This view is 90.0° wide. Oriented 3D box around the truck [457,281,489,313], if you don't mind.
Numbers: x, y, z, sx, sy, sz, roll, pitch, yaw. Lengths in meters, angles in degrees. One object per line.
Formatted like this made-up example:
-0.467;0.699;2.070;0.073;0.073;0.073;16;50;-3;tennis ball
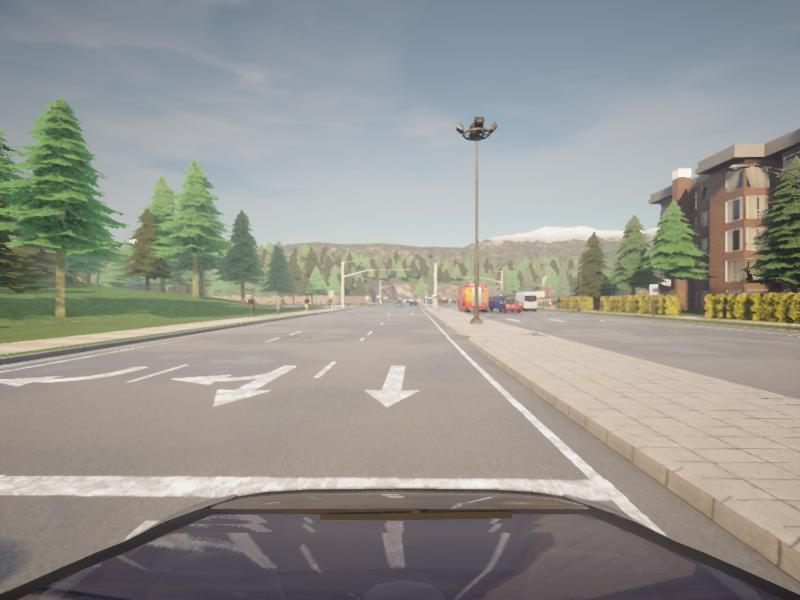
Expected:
9.442;-0.395;52.599;2.891;3.827;8.468;0;0;2;truck

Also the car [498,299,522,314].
12.719;0.725;46.502;1.851;1.617;3.988;0;0;2;car

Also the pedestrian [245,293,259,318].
-11.389;0.430;30.741;0.751;1.860;0.751;0;0;4;pedestrian

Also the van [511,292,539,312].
16.460;0.250;52.992;1.988;2.561;5.915;0;0;2;van

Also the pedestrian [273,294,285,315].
-10.884;0.423;36.002;0.751;1.860;0.751;0;0;3;pedestrian

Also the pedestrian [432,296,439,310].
4.712;0.411;53.517;0.751;1.860;0.751;0;0;-19;pedestrian

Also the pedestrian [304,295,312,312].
-10.750;0.408;46.641;0.751;1.860;0.751;0;0;3;pedestrian

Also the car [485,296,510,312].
12.971;0.496;53.630;2.150;2.045;5.566;0;0;2;car
